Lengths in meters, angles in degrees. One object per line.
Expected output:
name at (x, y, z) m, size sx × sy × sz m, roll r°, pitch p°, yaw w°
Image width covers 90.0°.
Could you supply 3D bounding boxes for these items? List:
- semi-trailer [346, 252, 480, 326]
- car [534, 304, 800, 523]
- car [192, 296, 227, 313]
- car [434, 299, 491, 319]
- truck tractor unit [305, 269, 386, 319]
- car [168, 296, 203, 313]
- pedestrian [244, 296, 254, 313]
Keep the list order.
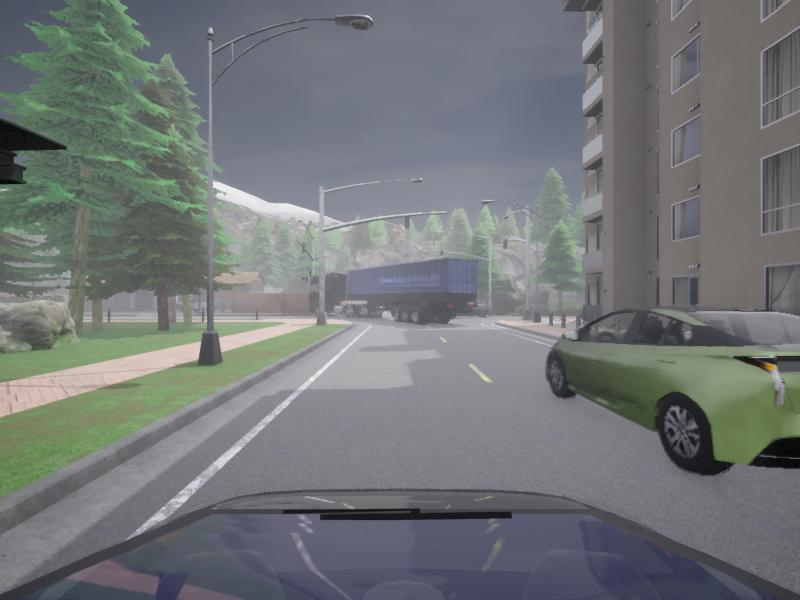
semi-trailer at (0.064, -0.625, 30.348) m, size 2.717 × 4.402 × 14.254 m, roll 1°, pitch 0°, yaw -32°
car at (3.486, 0.828, 5.115) m, size 2.007 × 1.525 × 4.514 m, roll 0°, pitch 0°, yaw 0°
car at (-21.587, 0.503, 45.523) m, size 1.932 × 1.855 × 4.605 m, roll 0°, pitch 0°, yaw -1°
car at (5.593, 0.761, 35.902) m, size 4.611 × 1.667 × 2.242 m, roll 0°, pitch 0°, yaw -21°
truck tractor unit at (-4.912, -0.532, 36.070) m, size 6.516 × 4.208 × 3.053 m, roll 0°, pitch 0°, yaw 19°
car at (-24.091, 0.505, 45.073) m, size 1.905 × 1.878 × 3.866 m, roll 0°, pitch 0°, yaw -1°
pedestrian at (-15.907, 0.476, 42.132) m, size 0.751 × 1.860 × 0.751 m, roll 0°, pitch 0°, yaw 0°
